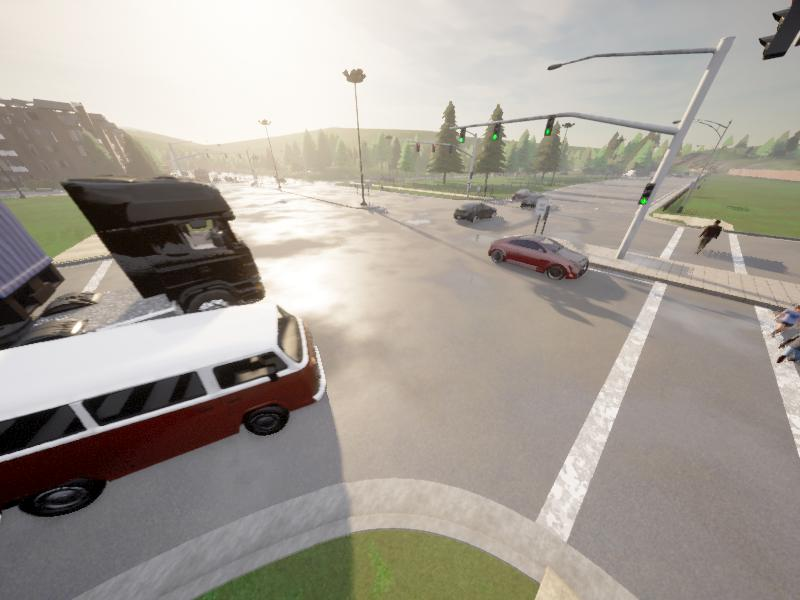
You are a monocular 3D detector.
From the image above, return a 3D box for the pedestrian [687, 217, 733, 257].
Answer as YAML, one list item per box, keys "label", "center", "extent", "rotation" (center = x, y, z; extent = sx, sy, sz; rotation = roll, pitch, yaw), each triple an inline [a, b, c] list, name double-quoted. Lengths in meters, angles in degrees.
- label: "pedestrian"
  center: [16.364, -3.359, 12.275]
  extent: [0.751, 1.860, 0.751]
  rotation: [-25, 38, -37]

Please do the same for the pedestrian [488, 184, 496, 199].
- label: "pedestrian"
  center: [13.341, -15.742, 33.418]
  extent: [0.751, 1.860, 0.751]
  rotation: [9, 31, 15]

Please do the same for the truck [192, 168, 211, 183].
- label: "truck"
  center: [-61.178, -38.505, 71.235]
  extent: [2.891, 3.827, 8.468]
  rotation: [-23, 37, -34]

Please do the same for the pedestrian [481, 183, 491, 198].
- label: "pedestrian"
  center: [12.698, -16.204, 34.218]
  extent: [0.751, 1.860, 0.751]
  rotation: [-20, 36, -31]

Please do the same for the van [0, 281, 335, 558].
- label: "van"
  center: [-3.709, 1.425, 3.859]
  extent: [4.480, 2.038, 2.069]
  rotation: [-14, 33, -22]

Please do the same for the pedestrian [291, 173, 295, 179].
- label: "pedestrian"
  center: [-39.164, -45.440, 84.834]
  extent: [0.751, 1.860, 0.751]
  rotation: [-21, 36, -32]

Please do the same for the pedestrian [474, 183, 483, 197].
- label: "pedestrian"
  center: [11.849, -16.675, 35.033]
  extent: [0.751, 1.860, 0.751]
  rotation: [-19, 35, -29]

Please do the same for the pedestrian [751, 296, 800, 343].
- label: "pedestrian"
  center: [10.597, 0.532, 6.353]
  extent: [0.500, 1.100, 0.500]
  rotation: [21, 36, 32]

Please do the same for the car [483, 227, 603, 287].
- label: "car"
  center: [6.421, -2.232, 10.864]
  extent: [1.994, 1.385, 4.181]
  rotation: [-24, 38, -35]

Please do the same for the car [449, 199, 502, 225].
- label: "car"
  center: [6.772, -7.927, 20.602]
  extent: [4.892, 1.490, 1.837]
  rotation: [-23, 37, -34]

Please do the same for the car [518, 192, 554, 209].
- label: "car"
  center: [16.290, -11.896, 27.601]
  extent: [4.181, 1.385, 1.994]
  rotation: [-23, 37, -34]

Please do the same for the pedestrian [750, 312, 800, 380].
- label: "pedestrian"
  center: [9.424, 0.811, 5.264]
  extent: [0.751, 1.860, 0.751]
  rotation: [-13, 33, -22]

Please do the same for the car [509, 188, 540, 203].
- label: "car"
  center: [17.531, -14.746, 32.463]
  extent: [4.674, 1.442, 1.812]
  rotation: [-23, 37, -34]

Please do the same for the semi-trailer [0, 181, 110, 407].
- label: "semi-trailer"
  center: [-13.454, 1.648, 1.093]
  extent: [14.254, 4.402, 2.717]
  rotation: [-23, 37, -34]

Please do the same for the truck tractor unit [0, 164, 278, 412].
- label: "truck tractor unit"
  center: [-7.411, -0.823, 5.567]
  extent: [6.516, 4.208, 3.053]
  rotation: [-23, 37, -34]
